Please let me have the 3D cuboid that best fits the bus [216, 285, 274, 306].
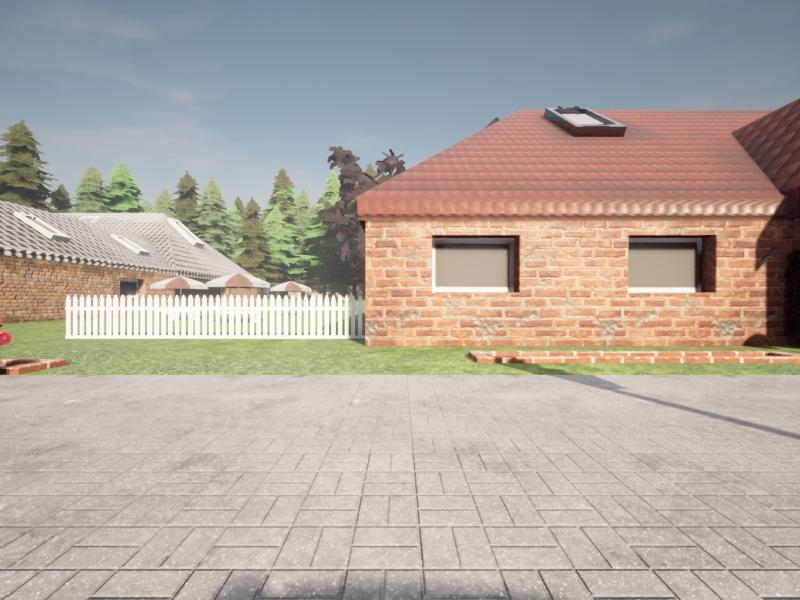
[{"bbox_3d":[-31.083,-0.919,80.715,10.273,4.253,3.944,0,0,0],"label":"bus"}]
